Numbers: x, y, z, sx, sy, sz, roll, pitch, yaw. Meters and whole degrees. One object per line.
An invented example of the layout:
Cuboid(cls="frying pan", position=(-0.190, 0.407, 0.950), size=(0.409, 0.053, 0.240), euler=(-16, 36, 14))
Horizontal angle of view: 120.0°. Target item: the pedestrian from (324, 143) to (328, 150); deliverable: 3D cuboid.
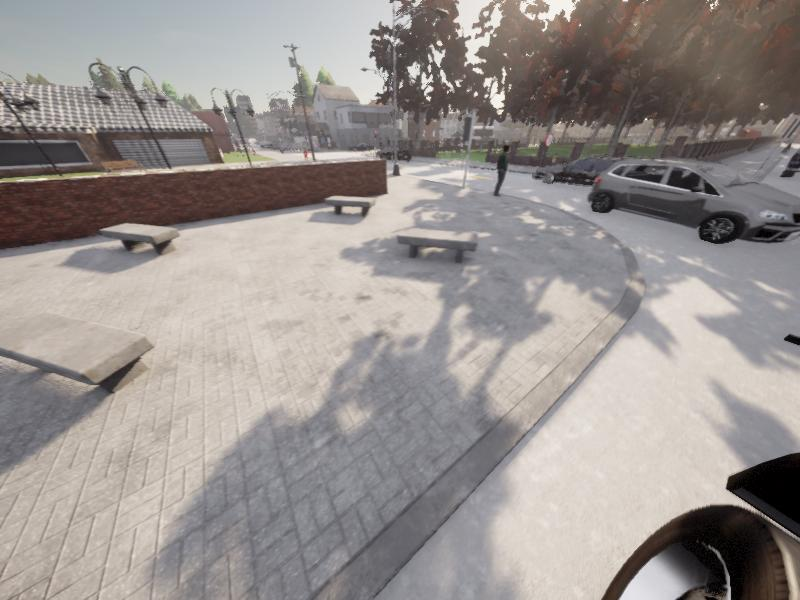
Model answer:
Cuboid(cls="pedestrian", position=(-15.111, -31.326, 47.207), size=(0.500, 1.100, 0.500), euler=(-10, 36, -13))

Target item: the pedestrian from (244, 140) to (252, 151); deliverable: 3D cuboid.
Cuboid(cls="pedestrian", position=(-30.474, -31.109, 46.411), size=(0.751, 1.860, 0.751), euler=(-22, 41, -27))

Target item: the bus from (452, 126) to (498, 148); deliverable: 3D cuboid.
Cuboid(cls="bus", position=(18.531, -40.444, 57.276), size=(10.273, 4.253, 3.944), euler=(-18, 39, -23))

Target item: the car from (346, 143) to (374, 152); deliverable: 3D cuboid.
Cuboid(cls="car", position=(-7.591, -29.044, 43.967), size=(4.718, 1.301, 1.895), euler=(-22, 40, -27))

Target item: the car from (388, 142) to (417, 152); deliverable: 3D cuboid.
Cuboid(cls="car", position=(0.563, -29.669, 44.684), size=(5.357, 1.411, 2.033), euler=(-21, 40, -26))

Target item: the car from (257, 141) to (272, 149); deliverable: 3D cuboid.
Cuboid(cls="car", position=(-34.228, -39.073, 58.276), size=(2.163, 1.488, 4.792), euler=(-22, 41, -28))

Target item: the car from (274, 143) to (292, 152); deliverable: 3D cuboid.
Cuboid(cls="car", position=(-22.691, -29.617, 44.870), size=(1.994, 1.385, 4.181), euler=(-22, 41, -28))

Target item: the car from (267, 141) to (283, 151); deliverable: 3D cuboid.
Cuboid(cls="car", position=(-26.755, -33.003, 49.498), size=(1.851, 1.617, 3.988), euler=(-22, 41, -28))

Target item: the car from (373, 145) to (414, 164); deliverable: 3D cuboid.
Cuboid(cls="car", position=(-0.810, -15.729, 24.842), size=(1.882, 1.535, 5.008), euler=(-22, 41, -28))

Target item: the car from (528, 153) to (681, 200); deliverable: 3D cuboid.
Cuboid(cls="car", position=(9.801, -6.453, 11.727), size=(2.033, 1.411, 5.357), euler=(-22, 40, -27))

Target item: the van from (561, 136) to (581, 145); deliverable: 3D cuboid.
Cuboid(cls="van", position=(56.198, -52.591, 76.041), size=(6.366, 2.431, 2.351), euler=(-22, 41, -28))

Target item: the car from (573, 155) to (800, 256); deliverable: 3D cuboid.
Cuboid(cls="car", position=(8.373, -3.139, 6.812), size=(2.242, 1.667, 4.611), euler=(-10, 36, -14))

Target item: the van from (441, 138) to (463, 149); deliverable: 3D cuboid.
Cuboid(cls="van", position=(11.314, -34.079, 50.303), size=(4.442, 1.987, 1.775), euler=(-24, 41, -29))

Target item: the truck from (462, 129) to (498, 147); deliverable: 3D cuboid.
Cuboid(cls="truck", position=(21.594, -44.416, 63.240), size=(2.891, 3.827, 8.468), euler=(-28, 43, -33))

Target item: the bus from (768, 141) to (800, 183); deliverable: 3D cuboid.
Cuboid(cls="bus", position=(27.534, -9.780, 13.776), size=(10.273, 4.253, 3.944), euler=(-22, 41, -28))

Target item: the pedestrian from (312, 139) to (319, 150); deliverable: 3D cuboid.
Cuboid(cls="pedestrian", position=(-17.059, -31.399, 46.709), size=(0.751, 1.860, 0.751), euler=(-16, 38, -21))

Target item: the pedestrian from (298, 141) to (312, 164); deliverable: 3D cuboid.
Cuboid(cls="pedestrian", position=(-9.427, -14.634, 22.877), size=(0.751, 1.860, 0.751), euler=(-17, 38, -22))

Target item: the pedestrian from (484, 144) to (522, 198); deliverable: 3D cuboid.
Cuboid(cls="pedestrian", position=(4.152, -5.260, 9.454), size=(0.751, 1.860, 0.751), euler=(-9, 36, -11))

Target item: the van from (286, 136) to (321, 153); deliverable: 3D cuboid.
Cuboid(cls="van", position=(-18.158, -29.316, 43.480), size=(6.366, 2.431, 2.351), euler=(21, 40, 27))

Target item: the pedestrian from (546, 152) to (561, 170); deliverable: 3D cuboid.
Cuboid(cls="pedestrian", position=(11.750, -10.684, 17.729), size=(0.500, 1.100, 0.500), euler=(-23, 41, -28))

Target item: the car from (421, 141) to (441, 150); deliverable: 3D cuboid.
Cuboid(cls="car", position=(6.351, -31.917, 47.690), size=(3.633, 1.501, 1.845), euler=(-23, 41, -29))

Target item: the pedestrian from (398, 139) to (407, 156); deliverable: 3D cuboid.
Cuboid(cls="pedestrian", position=(0.329, -20.280, 30.771), size=(0.751, 1.860, 0.751), euler=(-24, 42, -30))

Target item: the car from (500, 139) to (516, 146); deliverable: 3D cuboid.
Cuboid(cls="car", position=(30.703, -44.750, 65.681), size=(4.674, 1.442, 1.812), euler=(-22, 41, -28))
